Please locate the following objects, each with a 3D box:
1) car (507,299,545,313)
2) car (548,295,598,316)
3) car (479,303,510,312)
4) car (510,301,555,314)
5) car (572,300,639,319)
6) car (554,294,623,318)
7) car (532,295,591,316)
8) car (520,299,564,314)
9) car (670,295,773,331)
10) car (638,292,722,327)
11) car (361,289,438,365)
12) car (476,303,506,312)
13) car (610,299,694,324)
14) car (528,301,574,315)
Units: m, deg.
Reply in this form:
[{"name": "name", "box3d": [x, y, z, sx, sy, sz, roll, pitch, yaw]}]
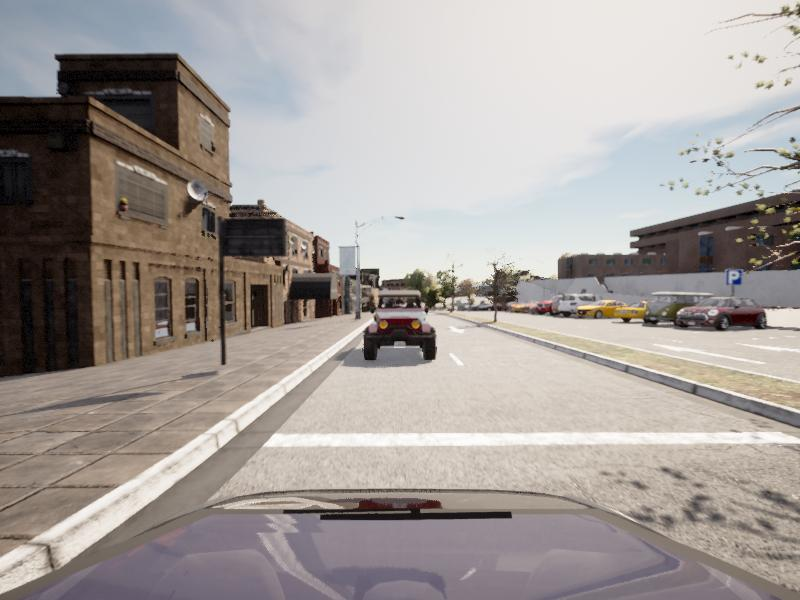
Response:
[{"name": "car", "box3d": [16.990, 0.836, 53.901, 4.553, 1.767, 2.185, 1, -1, -20]}, {"name": "car", "box3d": [16.844, 0.566, 38.971, 4.442, 1.987, 1.878, 1, 0, -20]}, {"name": "car", "box3d": [16.971, 1.358, 71.735, 5.008, 1.535, 2.097, 1, -2, -20]}, {"name": "car", "box3d": [16.783, 0.909, 50.845, 5.366, 1.575, 1.946, 1, -1, -20]}, {"name": "car", "box3d": [16.952, 0.768, 33.056, 5.008, 1.535, 2.097, 0, 0, -20]}, {"name": "car", "box3d": [16.975, 0.526, 36.048, 5.566, 2.045, 2.435, 1, -1, -20]}, {"name": "car", "box3d": [16.928, 0.563, 41.973, 5.566, 2.045, 2.435, 1, 0, -20]}, {"name": "car", "box3d": [16.985, 0.751, 47.950, 4.553, 1.767, 2.185, 1, -1, -20]}, {"name": "car", "box3d": [16.974, 0.631, 21.153, 4.553, 1.767, 2.185, 1, 0, -20]}, {"name": "car", "box3d": [16.838, 0.531, 24.079, 4.442, 1.987, 1.878, 1, 0, -20]}, {"name": "car", "box3d": [-0.007, 0.648, 11.823, 1.905, 1.878, 3.866, 0, 1, 0]}, {"name": "car", "box3d": [16.976, 1.444, 74.696, 5.008, 1.535, 2.097, 1, -2, -20]}, {"name": "car", "box3d": [17.118, 0.759, 27.169, 5.366, 1.575, 1.946, 1, 0, -20]}, {"name": "car", "box3d": [16.955, 0.882, 44.963, 4.674, 1.452, 2.002, 1, 0, -20]}]
